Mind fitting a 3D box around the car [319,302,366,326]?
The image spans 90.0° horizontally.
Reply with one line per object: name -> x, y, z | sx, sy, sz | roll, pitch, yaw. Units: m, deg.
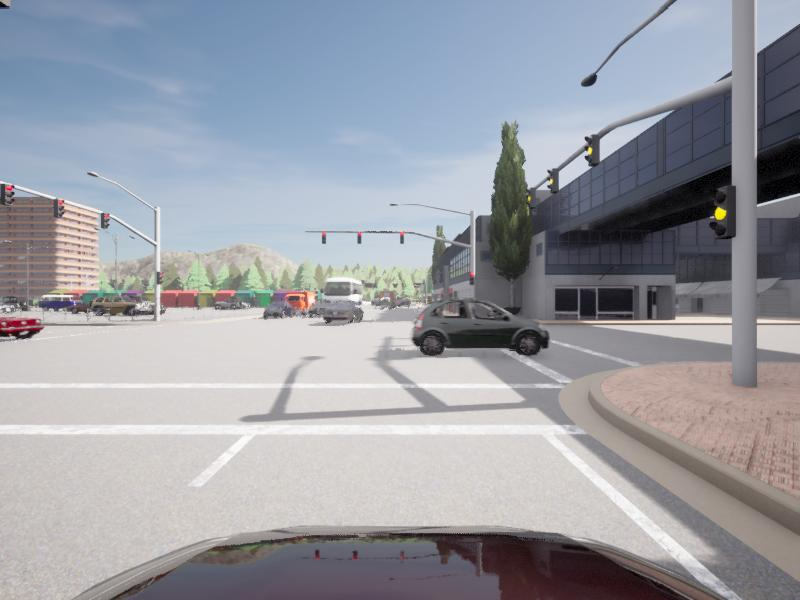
car -> -3.844, 0.895, 27.818 | 2.033, 1.411, 5.357 | 0, 0, 6

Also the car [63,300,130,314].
car -> -31.328, 0.732, 41.381 | 5.357, 1.415, 2.033 | 0, 0, 0

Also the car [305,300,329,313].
car -> -10.294, 0.801, 50.041 | 1.801, 1.575, 5.366 | 0, 0, 2

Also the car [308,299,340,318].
car -> -7.093, 0.780, 37.843 | 2.152, 1.651, 5.027 | 0, 0, 0

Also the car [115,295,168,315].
car -> -24.890, 0.499, 38.658 | 3.866, 1.878, 1.905 | 0, 0, 0

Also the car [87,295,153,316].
car -> -24.947, 0.497, 35.764 | 4.605, 1.855, 1.932 | 0, 0, 0

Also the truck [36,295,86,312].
truck -> -42.378, 0.402, 50.062 | 4.478, 2.038, 2.069 | 0, 0, 0

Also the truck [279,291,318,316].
truck -> -10.505, 0.357, 41.772 | 2.627, 2.467, 5.204 | 0, 0, 1

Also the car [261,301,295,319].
car -> -10.616, 0.827, 34.976 | 1.845, 1.501, 3.633 | 0, 0, 1

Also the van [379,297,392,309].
van -> -2.563, 0.573, 72.759 | 2.069, 2.038, 4.480 | 0, 0, 2

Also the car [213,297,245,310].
car -> -24.907, 0.499, 58.282 | 3.866, 1.878, 1.905 | 0, 0, 0

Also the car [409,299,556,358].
car -> 2.300, 0.788, 11.919 | 3.988, 1.617, 1.851 | 0, 0, -1

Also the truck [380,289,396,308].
truck -> -2.423, -0.325, 82.354 | 2.891, 3.827, 8.468 | 0, 0, 2

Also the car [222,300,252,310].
car -> -24.893, 0.739, 61.177 | 3.806, 1.475, 1.970 | 0, 0, 0

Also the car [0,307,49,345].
car -> -16.445, 0.944, 15.017 | 4.718, 1.301, 1.895 | 0, 0, -4

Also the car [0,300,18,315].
car -> -42.354, 0.739, 41.382 | 3.806, 1.475, 1.970 | 0, 0, 0

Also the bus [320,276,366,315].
bus -> -6.694, -0.537, 49.162 | 3.944, 4.253, 10.273 | 0, 0, 1
